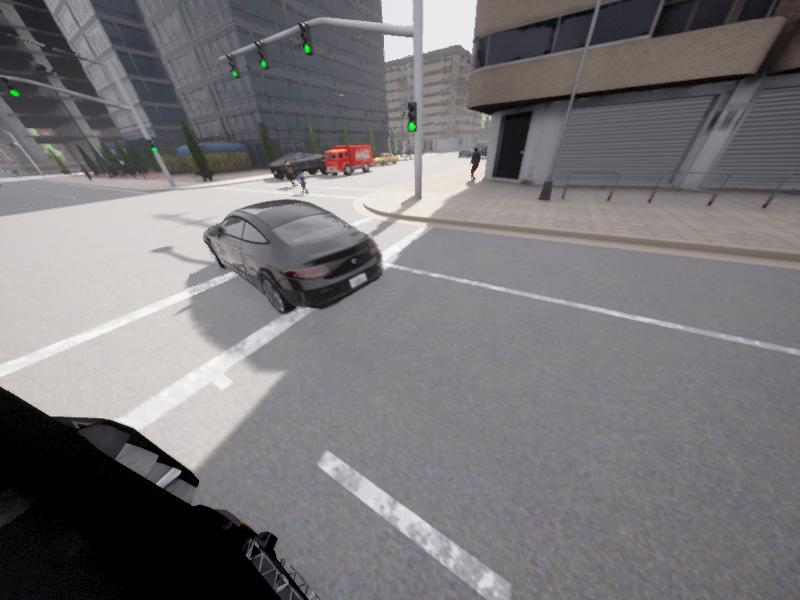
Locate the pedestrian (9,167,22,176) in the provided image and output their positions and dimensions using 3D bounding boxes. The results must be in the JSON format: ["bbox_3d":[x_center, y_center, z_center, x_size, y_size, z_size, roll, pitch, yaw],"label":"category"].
[{"bbox_3d":[-94.765,-31.588,56.931,0.751,1.860,0.751,13,37,23],"label":"pedestrian"}]

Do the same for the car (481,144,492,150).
[{"bbox_3d":[28.263,-50.006,75.481,2.163,1.488,4.792,16,38,26],"label":"car"}]

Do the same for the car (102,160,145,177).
[{"bbox_3d":[-45.648,-21.914,38.348,2.390,2.098,6.274,-19,37,-23],"label":"car"}]

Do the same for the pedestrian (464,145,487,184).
[{"bbox_3d":[4.356,-7.899,13.473,0.751,1.860,0.751,-14,35,-15],"label":"pedestrian"}]

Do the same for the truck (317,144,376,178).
[{"bbox_3d":[-5.165,-14.050,23.237,2.627,2.467,5.204,16,38,26],"label":"truck"}]

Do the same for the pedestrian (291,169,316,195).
[{"bbox_3d":[-5.701,-6.998,13.701,0.751,1.300,0.751,15,37,25],"label":"pedestrian"}]

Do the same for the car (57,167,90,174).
[{"bbox_3d":[-86.670,-34.413,61.348,1.895,1.301,4.718,16,38,26],"label":"car"}]

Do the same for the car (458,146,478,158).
[{"bbox_3d":[12.357,-26.909,42.007,2.038,1.542,4.974,16,38,27],"label":"car"}]

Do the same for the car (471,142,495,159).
[{"bbox_3d":[13.777,-24.702,38.116,2.150,2.045,5.566,16,38,26],"label":"car"}]

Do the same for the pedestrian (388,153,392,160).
[{"bbox_3d":[-1.880,-26.966,43.293,0.500,1.100,0.500,24,42,35],"label":"pedestrian"}]

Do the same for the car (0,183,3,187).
[{"bbox_3d":[-57.498,-16.501,31.961,4.892,1.490,1.837,16,38,26],"label":"car"}]

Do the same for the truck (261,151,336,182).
[{"bbox_3d":[-9.674,-13.319,22.832,2.390,2.098,6.274,16,38,27],"label":"truck"}]

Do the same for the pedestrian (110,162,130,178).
[{"bbox_3d":[-38.882,-17.993,32.069,0.751,1.860,0.751,1,34,6],"label":"pedestrian"}]

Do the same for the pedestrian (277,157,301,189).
[{"bbox_3d":[-7.768,-8.942,16.279,0.751,1.860,0.751,6,35,13],"label":"pedestrian"}]

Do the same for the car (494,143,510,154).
[{"bbox_3d":[21.814,-32.380,49.329,2.242,1.667,4.611,16,39,26],"label":"car"}]

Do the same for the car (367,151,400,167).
[{"bbox_3d":[-2.225,-20.201,33.045,1.801,1.575,5.366,17,39,28],"label":"car"}]

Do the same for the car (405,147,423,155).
[{"bbox_3d":[3.798,-41.716,64.594,4.553,1.767,2.097,16,38,27],"label":"car"}]

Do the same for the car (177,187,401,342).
[{"bbox_3d":[-2.386,-1.193,4.632,4.674,1.442,1.812,23,42,33],"label":"car"}]
